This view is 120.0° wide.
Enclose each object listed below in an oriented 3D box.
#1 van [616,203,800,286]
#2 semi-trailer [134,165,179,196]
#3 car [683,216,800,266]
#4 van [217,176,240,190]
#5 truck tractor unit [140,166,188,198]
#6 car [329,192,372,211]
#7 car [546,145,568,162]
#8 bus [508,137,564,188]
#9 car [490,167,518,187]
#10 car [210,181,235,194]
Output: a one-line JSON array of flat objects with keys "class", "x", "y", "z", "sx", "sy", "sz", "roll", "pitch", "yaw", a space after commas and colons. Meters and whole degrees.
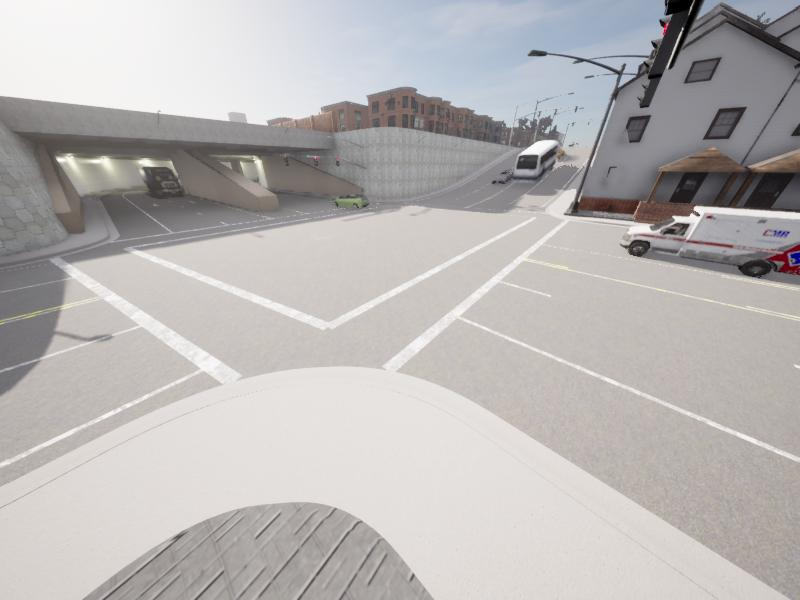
[{"class": "van", "x": 14.905, "y": -2.902, "z": 10.910, "sx": 6.366, "sy": 2.431, "sz": 2.351, "roll": 24, "pitch": 37, "yaw": 35}, {"class": "semi-trailer", "x": -43.557, "y": -21.500, "z": 41.132, "sx": 14.254, "sy": 4.402, "sz": 2.717, "roll": 24, "pitch": 38, "yaw": 35}, {"class": "car", "x": 18.599, "y": -3.250, "z": 12.332, "sx": 3.988, "sy": 1.617, "sz": 1.851, "roll": 24, "pitch": 38, "yaw": 35}, {"class": "van", "x": -36.574, "y": -25.035, "z": 49.246, "sx": 2.351, "sy": 2.431, "sz": 6.366, "roll": -25, "pitch": 38, "yaw": -35}, {"class": "truck tractor unit", "x": -37.558, "y": -18.839, "z": 36.713, "sx": 6.516, "sy": 4.208, "sz": 3.053, "roll": 22, "pitch": 37, "yaw": 33}, {"class": "car", "x": -5.653, "y": -11.368, "z": 26.473, "sx": 4.514, "sy": 1.525, "sz": 2.007, "roll": 16, "pitch": 34, "yaw": 26}, {"class": "car", "x": 28.967, "y": -27.085, "z": 42.658, "sx": 1.801, "sy": 1.575, "sz": 5.366, "roll": 24, "pitch": 51, "yaw": 34}, {"class": "bus", "x": 21.043, "y": -21.409, "z": 35.699, "sx": 3.944, "sy": 4.253, "sz": 10.273, "roll": 23, "pitch": 51, "yaw": 35}, {"class": "car", "x": 16.555, "y": -19.639, "z": 36.706, "sx": 2.152, "sy": 1.651, "sz": 5.027, "roll": 23, "pitch": 50, "yaw": 35}, {"class": "car", "x": -31.608, "y": -20.017, "z": 41.097, "sx": 4.605, "sy": 1.855, "sz": 1.932, "roll": 23, "pitch": 37, "yaw": 35}]
